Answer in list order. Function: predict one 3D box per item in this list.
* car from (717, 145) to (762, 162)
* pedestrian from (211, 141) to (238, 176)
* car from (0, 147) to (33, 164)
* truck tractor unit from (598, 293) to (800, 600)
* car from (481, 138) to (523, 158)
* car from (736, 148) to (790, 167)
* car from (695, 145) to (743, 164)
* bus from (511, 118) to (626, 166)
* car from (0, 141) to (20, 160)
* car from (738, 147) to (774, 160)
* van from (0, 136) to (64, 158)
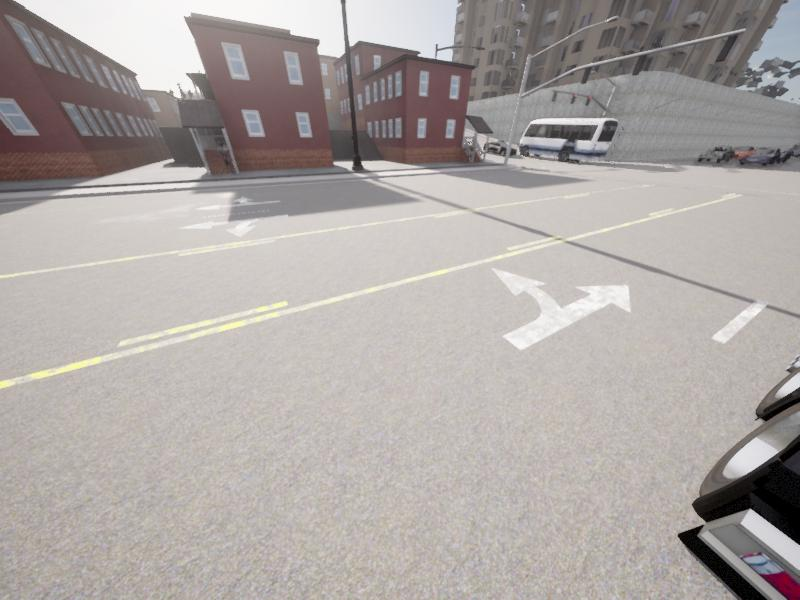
[{"bbox_3d":[46.592,-20.182,31.735,4.553,1.767,2.097,-16,38,-22],"label":"car"},{"bbox_3d":[-11.156,-9.019,14.775,0.751,1.860,0.751,-18,39,-24],"label":"pedestrian"},{"bbox_3d":[-43.908,-15.904,25.344,1.994,1.385,4.181,-16,38,-21],"label":"car"},{"bbox_3d":[5.159,-0.249,0.713,6.516,4.208,3.053,-16,38,-22],"label":"truck tractor unit"},{"bbox_3d":[14.063,-21.273,32.276,1.930,1.638,5.238,-16,43,-22],"label":"car"},{"bbox_3d":[41.483,-16.394,26.408,4.856,1.649,2.033,-16,38,-22],"label":"car"},{"bbox_3d":[39.723,-18.236,28.820,4.605,1.855,1.932,-16,38,-22],"label":"car"},{"bbox_3d":[19.895,-19.852,28.694,3.944,4.253,10.273,-15,41,-22],"label":"bus"},{"bbox_3d":[-49.273,-17.751,27.514,1.932,1.855,4.605,-16,38,-22],"label":"car"},{"bbox_3d":[53.544,-22.053,34.750,4.193,1.474,1.816,-16,38,-22],"label":"car"},{"bbox_3d":[-52.890,-22.048,33.181,2.351,2.431,6.366,-16,38,-22],"label":"van"}]
